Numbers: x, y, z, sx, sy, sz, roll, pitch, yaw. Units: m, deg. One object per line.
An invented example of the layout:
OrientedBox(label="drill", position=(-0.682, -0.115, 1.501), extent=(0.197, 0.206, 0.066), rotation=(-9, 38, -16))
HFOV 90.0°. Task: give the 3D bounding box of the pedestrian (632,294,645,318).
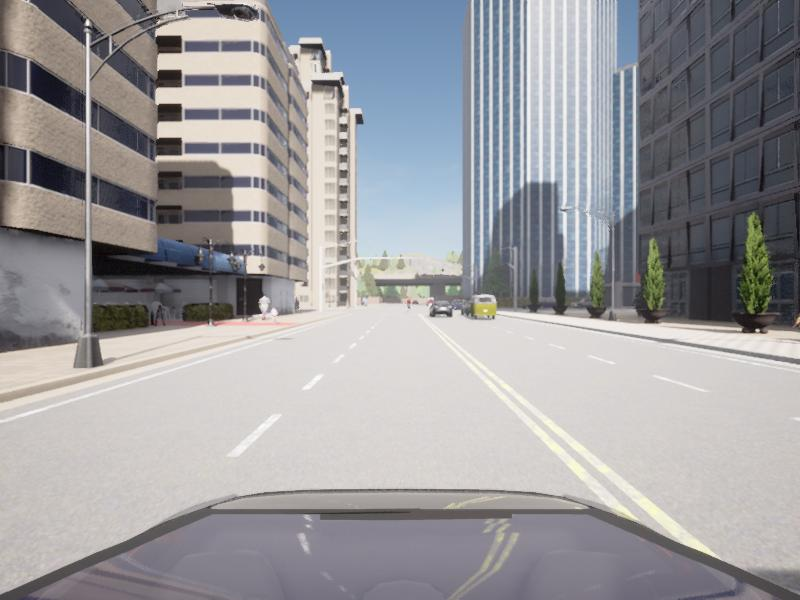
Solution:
OrientedBox(label="pedestrian", position=(18.709, 0.459, 31.383), extent=(0.751, 1.860, 0.751), rotation=(0, 0, 15))

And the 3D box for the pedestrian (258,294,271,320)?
OrientedBox(label="pedestrian", position=(-9.606, 0.476, 28.368), extent=(0.751, 1.860, 0.751), rotation=(0, 0, -7))

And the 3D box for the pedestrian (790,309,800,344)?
OrientedBox(label="pedestrian", position=(13.117, 0.860, 12.953), extent=(0.500, 1.100, 0.500), rotation=(0, 0, -1))

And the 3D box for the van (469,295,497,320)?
OrientedBox(label="van", position=(6.944, 0.586, 33.832), extent=(1.775, 1.987, 4.442), rotation=(0, 0, 4))

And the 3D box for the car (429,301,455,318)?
OrientedBox(label="car", position=(3.790, 0.816, 37.076), extent=(2.007, 1.525, 4.514), rotation=(0, 0, 0))

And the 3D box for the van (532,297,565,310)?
OrientedBox(label="van", position=(22.955, 0.578, 62.001), extent=(4.442, 1.987, 1.775), rotation=(0, 0, 0))

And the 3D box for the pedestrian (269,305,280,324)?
OrientedBox(label="pedestrian", position=(-7.370, 0.857, 23.489), extent=(0.500, 1.100, 0.500), rotation=(0, 0, -7))

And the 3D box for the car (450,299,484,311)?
OrientedBox(label="car", position=(10.010, 0.737, 59.792), extent=(4.611, 1.667, 2.242), rotation=(0, 0, 28))

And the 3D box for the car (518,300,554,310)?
OrientedBox(label="car", position=(22.209, 0.749, 65.499), extent=(5.238, 1.638, 1.930), rotation=(0, 0, 0))

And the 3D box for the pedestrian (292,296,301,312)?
OrientedBox(label="pedestrian", position=(-11.891, 0.471, 46.044), extent=(0.751, 1.860, 0.751), rotation=(0, 0, 5))
